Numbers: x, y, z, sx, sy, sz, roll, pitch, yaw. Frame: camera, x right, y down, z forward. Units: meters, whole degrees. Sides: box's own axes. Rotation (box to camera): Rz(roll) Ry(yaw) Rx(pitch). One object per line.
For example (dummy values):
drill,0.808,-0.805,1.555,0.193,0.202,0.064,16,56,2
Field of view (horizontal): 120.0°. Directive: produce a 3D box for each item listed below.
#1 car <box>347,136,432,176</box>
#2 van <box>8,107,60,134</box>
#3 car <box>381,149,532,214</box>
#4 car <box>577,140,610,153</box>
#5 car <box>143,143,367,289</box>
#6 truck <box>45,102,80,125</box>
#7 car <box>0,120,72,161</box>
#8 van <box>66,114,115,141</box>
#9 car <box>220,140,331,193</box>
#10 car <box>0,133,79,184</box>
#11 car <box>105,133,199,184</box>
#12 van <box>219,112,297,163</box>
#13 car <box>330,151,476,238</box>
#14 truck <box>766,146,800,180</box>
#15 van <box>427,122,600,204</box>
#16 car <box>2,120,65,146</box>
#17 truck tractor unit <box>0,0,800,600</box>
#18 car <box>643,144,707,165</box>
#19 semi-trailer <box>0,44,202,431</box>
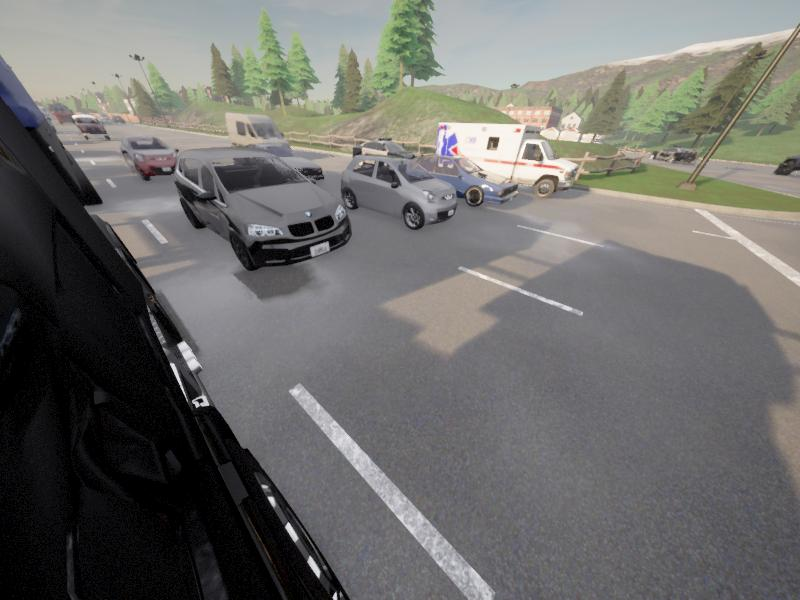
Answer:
car,-0.796,-9.207,14.547,5.238,1.638,1.930,28,44,30
van,-45.102,-22.221,28.626,6.366,2.431,2.351,28,44,30
car,1.881,-4.937,9.197,5.357,1.411,2.033,28,44,30
car,34.331,-27.396,41.077,1.851,1.617,3.988,-9,38,-15
car,-3.186,-2.282,5.101,4.611,1.667,2.242,28,44,30
truck,-77.729,-42.945,53.225,8.468,3.827,2.891,28,44,30
car,-22.035,-9.584,13.775,5.027,1.651,2.152,28,44,30
van,-31.550,-17.567,23.539,4.480,2.038,2.069,28,44,30
car,-5.734,-6.266,10.513,5.357,1.411,2.033,28,44,30
car,-15.654,-6.055,9.676,4.181,1.385,1.994,28,43,30
car,-10.984,-6.383,10.238,3.633,1.501,1.845,28,44,30
van,-10.332,-11.907,16.821,5.915,2.561,1.988,29,44,29
car,-0.043,-3.283,6.751,3.633,1.501,1.845,28,44,30
truck,33.067,-10.148,17.487,2.390,2.098,6.274,14,38,14
van,4.691,-6.601,10.732,6.366,2.431,2.351,28,44,30
car,-30.325,-13.948,19.233,4.792,1.488,2.163,28,44,30
truck tractor unit,-2.645,-0.295,0.352,6.516,4.208,3.053,28,44,30
car,32.441,-17.398,27.540,1.930,1.638,5.238,6,37,3
semi-trailer,-8.703,-3.599,4.227,14.254,4.402,2.717,28,44,30
